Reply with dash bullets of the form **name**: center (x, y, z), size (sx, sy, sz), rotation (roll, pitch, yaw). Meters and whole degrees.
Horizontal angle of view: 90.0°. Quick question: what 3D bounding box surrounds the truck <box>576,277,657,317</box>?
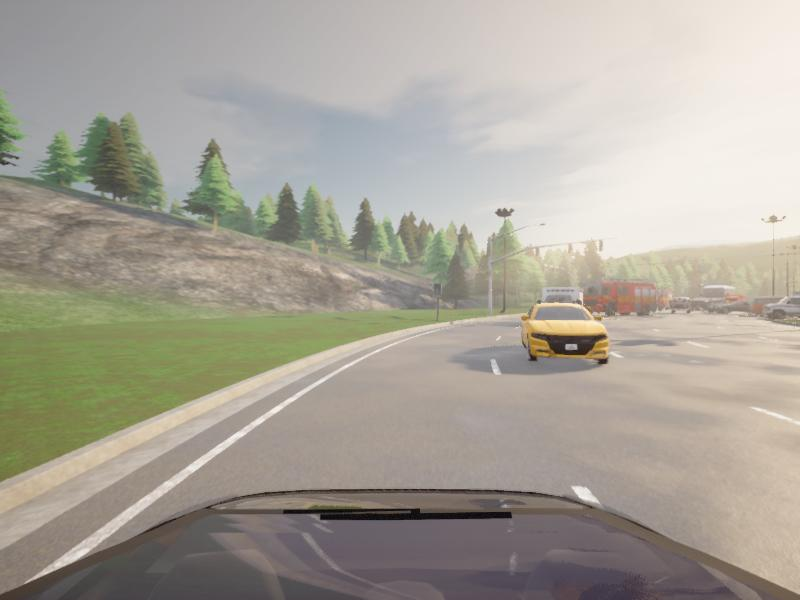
- **truck**: center (22.327, -0.276, 41.162), size (8.468, 3.827, 2.891), rotation (0, 0, -25)

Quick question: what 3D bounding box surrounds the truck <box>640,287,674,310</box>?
- **truck**: center (44.999, -0.235, 69.867), size (8.468, 3.827, 2.891), rotation (0, 0, -42)

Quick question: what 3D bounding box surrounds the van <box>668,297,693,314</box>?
- **van**: center (34.488, 0.639, 49.078), size (2.069, 2.038, 4.480), rotation (0, 0, 41)

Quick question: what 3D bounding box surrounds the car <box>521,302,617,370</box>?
- **car**: center (4.634, 0.833, 11.715), size (1.882, 1.535, 5.008), rotation (0, 0, 15)

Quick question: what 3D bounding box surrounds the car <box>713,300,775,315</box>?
- **car**: center (39.354, 0.851, 45.943), size (5.027, 1.651, 2.152), rotation (0, 0, 27)

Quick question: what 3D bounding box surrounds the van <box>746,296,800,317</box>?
- **van**: center (36.963, 0.661, 39.162), size (4.442, 1.987, 1.775), rotation (0, -1, 30)

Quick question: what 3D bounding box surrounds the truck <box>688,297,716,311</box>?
- **truck**: center (47.242, 0.627, 62.456), size (6.274, 2.098, 2.390), rotation (0, 0, -43)

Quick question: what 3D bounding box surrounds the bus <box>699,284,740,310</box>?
- **bus**: center (56.468, -0.436, 70.614), size (10.273, 4.253, 3.944), rotation (0, 0, -42)

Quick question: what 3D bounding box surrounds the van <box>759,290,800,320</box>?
- **van**: center (33.745, 0.436, 32.525), size (6.366, 2.431, 2.351), rotation (0, 0, 29)

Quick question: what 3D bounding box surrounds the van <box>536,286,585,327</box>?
- **van**: center (11.011, 0.402, 27.120), size (2.351, 2.431, 6.366), rotation (0, 0, 29)
